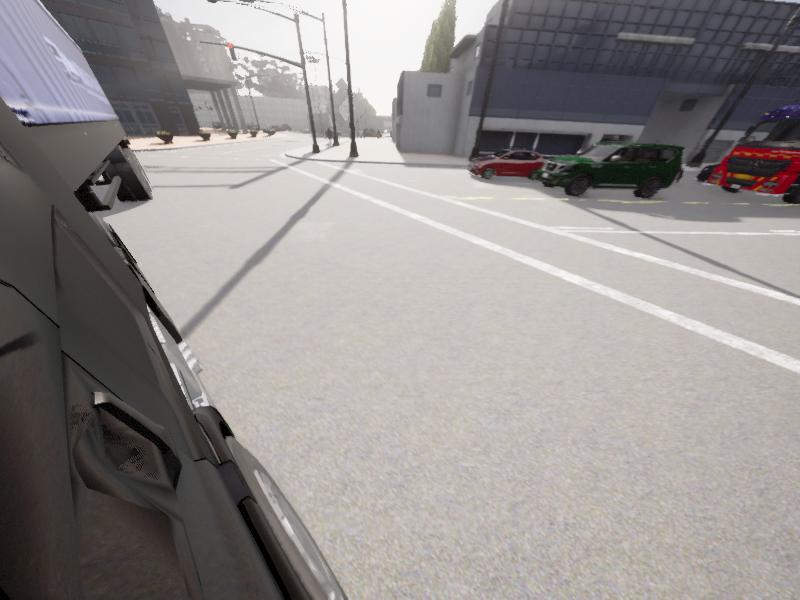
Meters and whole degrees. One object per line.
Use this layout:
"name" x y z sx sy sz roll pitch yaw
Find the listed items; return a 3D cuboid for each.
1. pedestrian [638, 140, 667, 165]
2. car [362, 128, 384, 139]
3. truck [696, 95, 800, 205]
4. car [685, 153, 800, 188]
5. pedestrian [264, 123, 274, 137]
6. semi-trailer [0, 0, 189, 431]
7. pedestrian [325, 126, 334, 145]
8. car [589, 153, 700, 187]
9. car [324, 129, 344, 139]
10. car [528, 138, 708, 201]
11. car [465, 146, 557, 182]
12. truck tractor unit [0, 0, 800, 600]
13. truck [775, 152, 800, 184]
"pedestrian" 23.206 -13.627 21.303 0.751 1.860 0.751 1 37 -2
"car" -6.366 -39.188 54.311 4.605 1.855 1.932 -12 40 -20
"truck" 20.647 -6.749 10.628 8.468 3.827 2.891 -1 37 -3
"car" 21.559 -7.999 14.252 4.974 1.542 2.038 -1 37 -3
"pedestrian" -20.991 -27.302 37.117 0.751 1.860 0.751 0 37 -4
"semi-trailer" -8.084 -3.957 4.757 2.717 4.402 14.254 -27 46 -33
"pedestrian" -8.722 -20.414 28.675 0.751 1.860 0.751 2 37 -1
"car" 14.437 -7.844 13.895 4.181 1.385 1.994 0 36 -3
"car" -12.714 -32.179 44.809 1.837 1.490 4.892 7 37 6
"car" 9.440 -5.968 10.520 5.566 2.045 2.150 0 37 -4
"car" 6.188 -7.847 13.330 4.193 1.474 1.816 0 37 -3
"truck tractor unit" -2.645 -0.295 0.352 6.516 4.208 3.053 28 44 30
"truck" 30.510 -9.080 14.035 8.468 3.827 2.891 -1 37 -3
